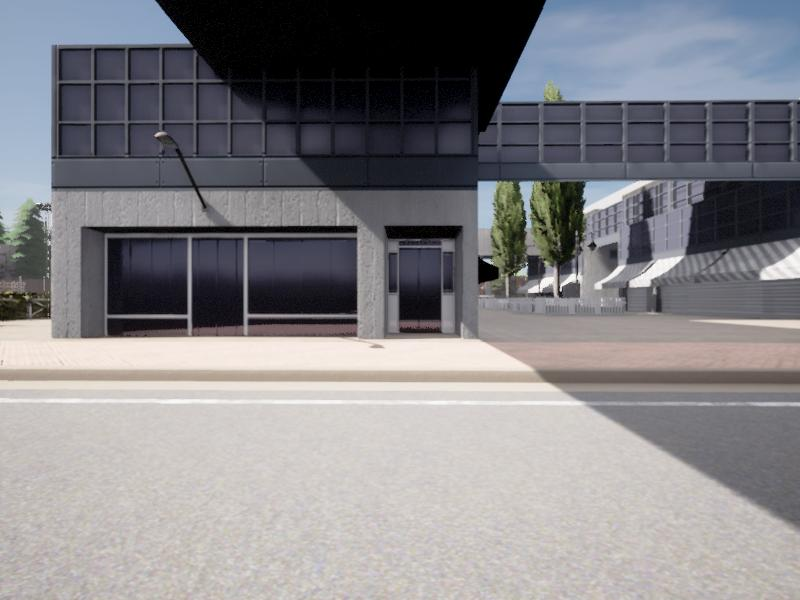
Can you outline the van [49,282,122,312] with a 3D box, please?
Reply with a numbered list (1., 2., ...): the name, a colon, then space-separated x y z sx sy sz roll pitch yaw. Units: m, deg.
1. van: -29.043 -0.286 37.302 1.988 2.561 5.915 0 0 3
